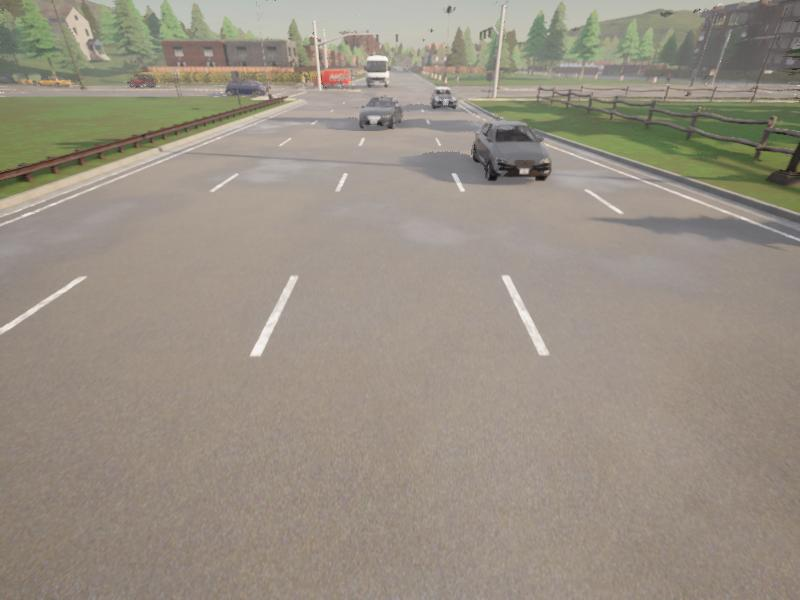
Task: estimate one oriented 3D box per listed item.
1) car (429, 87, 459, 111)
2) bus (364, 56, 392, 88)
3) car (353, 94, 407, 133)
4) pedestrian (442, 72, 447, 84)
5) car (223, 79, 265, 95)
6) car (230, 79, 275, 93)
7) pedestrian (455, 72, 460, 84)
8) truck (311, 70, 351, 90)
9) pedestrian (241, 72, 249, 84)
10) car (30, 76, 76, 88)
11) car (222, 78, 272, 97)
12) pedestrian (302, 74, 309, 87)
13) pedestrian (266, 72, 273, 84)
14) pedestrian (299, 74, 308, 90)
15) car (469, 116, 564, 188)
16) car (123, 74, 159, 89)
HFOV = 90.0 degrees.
[{"bbox_3d":[3.502,-16.325,32.371,1.970,1.475,3.806,0,30,0],"label":"car"},{"bbox_3d":[-3.381,-36.830,64.614,3.944,4.253,10.273,0,30,0],"label":"bus"},{"bbox_3d":[-0.989,-10.649,22.655,2.128,1.511,4.902,4,31,7],"label":"car"},{"bbox_3d":[7.990,-39.818,71.722,0.751,1.860,0.751,-2,30,-3],"label":"pedestrian"},{"bbox_3d":[-18.580,-25.423,47.763,3.988,1.617,1.851,0,30,0],"label":"car"},{"bbox_3d":[-18.697,-27.141,50.817,4.792,1.488,2.163,0,30,1],"label":"car"},{"bbox_3d":[10.216,-39.600,71.349,0.751,1.860,0.751,2,30,4],"label":"pedestrian"},{"bbox_3d":[-9.822,-31.569,57.387,5.204,2.467,2.627,0,30,1],"label":"truck"},{"bbox_3d":[-27.645,-39.653,71.439,0.751,1.860,0.751,0,30,1],"label":"pedestrian"},{"bbox_3d":[-55.491,-34.928,64.003,5.366,1.575,1.801,1,30,1],"label":"car"},{"bbox_3d":[-17.021,-23.683,44.608,4.553,1.767,2.097,1,30,2],"label":"car"},{"bbox_3d":[-15.026,-34.915,63.657,0.751,1.860,0.751,-2,30,-3],"label":"pedestrian"},{"bbox_3d":[-23.169,-39.525,71.220,0.751,1.860,0.751,0,30,0],"label":"pedestrian"},{"bbox_3d":[-13.050,-29.419,53.980,0.751,1.860,0.751,3,31,5],"label":"pedestrian"},{"bbox_3d":[3.503,-4.923,12.921,1.816,1.474,4.193,0,30,0],"label":"car"},{"bbox_3d":[-39.417,-33.368,61.034,3.866,1.878,1.905,-1,30,-2],"label":"car"}]
